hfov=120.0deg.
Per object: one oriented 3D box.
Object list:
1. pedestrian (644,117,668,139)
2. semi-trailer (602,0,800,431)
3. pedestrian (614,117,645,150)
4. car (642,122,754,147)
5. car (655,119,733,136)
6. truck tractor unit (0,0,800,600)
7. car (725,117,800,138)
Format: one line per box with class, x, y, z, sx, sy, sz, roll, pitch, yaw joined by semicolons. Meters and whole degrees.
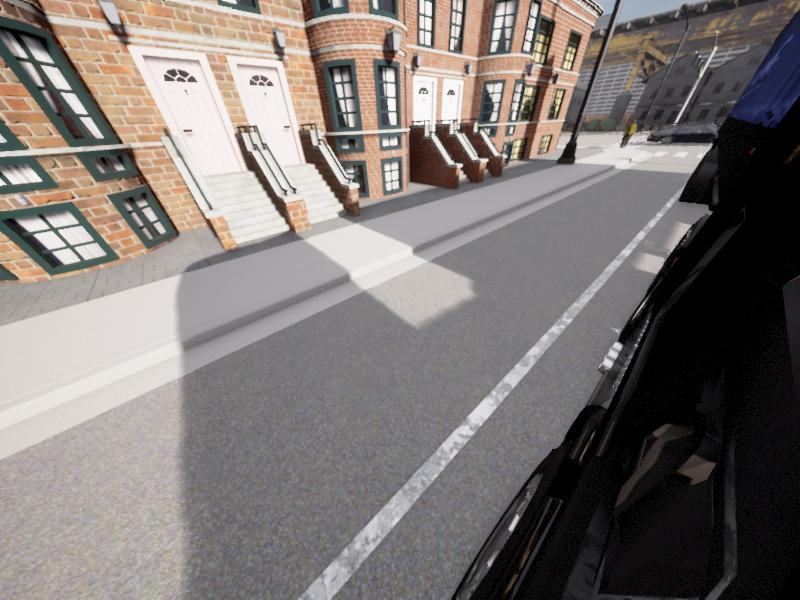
pedestrian;26.925;-18.084;24.331;0.751;1.860;0.751;-17;39;-17
semi-trailer;8.482;-3.758;4.411;14.254;4.402;2.717;-31;45;-32
pedestrian;16.455;-11.951;16.623;0.751;1.860;0.751;-25;42;-27
car;23.718;-13.358;18.687;2.033;1.411;5.357;-28;44;-30
car;33.516;-19.740;26.523;2.033;1.411;5.357;-28;44;-30
truck tractor unit;2.645;-0.295;0.351;6.516;4.208;3.053;-28;44;-30
car;34.519;-15.791;21.203;2.033;1.411;5.357;-28;44;-30
